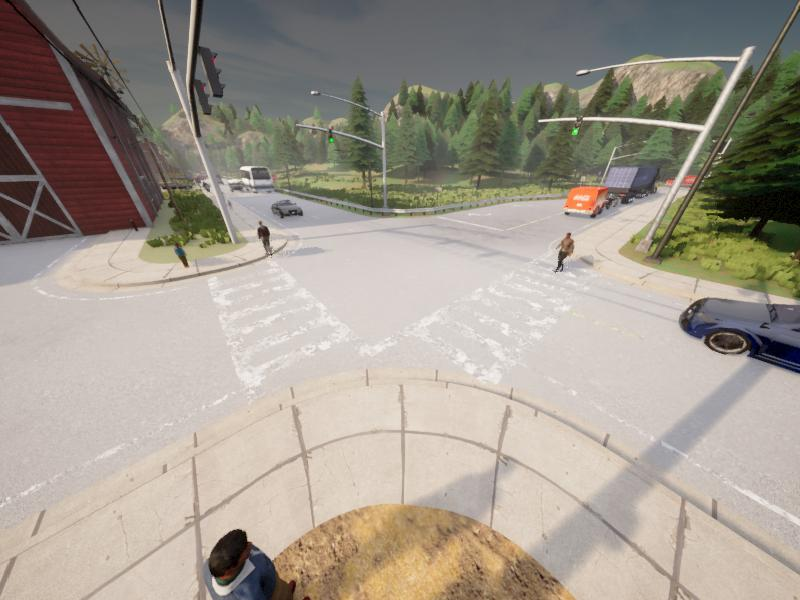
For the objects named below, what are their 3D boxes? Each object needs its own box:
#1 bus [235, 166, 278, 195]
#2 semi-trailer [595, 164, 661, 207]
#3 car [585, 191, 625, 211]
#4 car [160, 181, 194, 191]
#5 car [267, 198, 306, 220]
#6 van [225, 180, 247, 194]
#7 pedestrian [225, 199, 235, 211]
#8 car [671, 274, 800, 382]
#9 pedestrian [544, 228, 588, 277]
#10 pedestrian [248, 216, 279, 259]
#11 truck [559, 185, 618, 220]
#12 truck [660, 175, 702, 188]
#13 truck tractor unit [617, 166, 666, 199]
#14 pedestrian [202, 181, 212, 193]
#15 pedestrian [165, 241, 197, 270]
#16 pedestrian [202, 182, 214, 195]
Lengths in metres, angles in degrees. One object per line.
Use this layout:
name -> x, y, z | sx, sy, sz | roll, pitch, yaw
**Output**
bus -> -26.879, -22.420, 42.941 | 3.944, 4.253, 10.273 | -22, 37, -33
semi-trailer -> 31.131, -15.800, 31.242 | 14.254, 4.402, 2.717 | -22, 37, -34
car -> 23.814, -11.551, 26.810 | 4.902, 1.511, 2.128 | -22, 37, -33
car -> -45.444, -23.247, 47.133 | 4.792, 1.488, 2.163 | -24, 37, -35
car -> -11.084, -8.948, 22.479 | 1.994, 1.385, 4.181 | -22, 37, -33
van -> -29.853, -20.617, 42.016 | 2.069, 2.038, 4.480 | -22, 37, -33
pedestrian -> -17.768, -9.977, 24.176 | 0.500, 1.100, 0.500 | -14, 33, -22
car -> 9.771, 0.942, 5.348 | 1.994, 1.385, 4.181 | -22, 37, -33
pedestrian -> 7.101, -2.056, 9.983 | 0.751, 1.860, 0.751 | -13, 32, -21
pedestrian -> -6.848, -3.153, 11.655 | 0.751, 1.860, 0.751 | -23, 37, -34
truck -> 18.192, -9.531, 22.327 | 5.204, 2.467, 2.627 | -23, 37, -34
truck -> 63.343, -26.747, 52.155 | 5.204, 2.467, 2.627 | -1, 30, -1
truck tractor unit -> 37.246, -18.221, 35.642 | 6.516, 4.208, 3.053 | -22, 37, -33
pedestrian -> -33.443, -19.552, 39.999 | 0.751, 1.860, 0.751 | -21, 36, -32
pedestrian -> -9.681, -1.971, 10.255 | 0.500, 1.100, 0.500 | 9, 31, 15
pedestrian -> -30.942, -17.975, 37.268 | 0.751, 1.860, 0.751 | 20, 35, 30
